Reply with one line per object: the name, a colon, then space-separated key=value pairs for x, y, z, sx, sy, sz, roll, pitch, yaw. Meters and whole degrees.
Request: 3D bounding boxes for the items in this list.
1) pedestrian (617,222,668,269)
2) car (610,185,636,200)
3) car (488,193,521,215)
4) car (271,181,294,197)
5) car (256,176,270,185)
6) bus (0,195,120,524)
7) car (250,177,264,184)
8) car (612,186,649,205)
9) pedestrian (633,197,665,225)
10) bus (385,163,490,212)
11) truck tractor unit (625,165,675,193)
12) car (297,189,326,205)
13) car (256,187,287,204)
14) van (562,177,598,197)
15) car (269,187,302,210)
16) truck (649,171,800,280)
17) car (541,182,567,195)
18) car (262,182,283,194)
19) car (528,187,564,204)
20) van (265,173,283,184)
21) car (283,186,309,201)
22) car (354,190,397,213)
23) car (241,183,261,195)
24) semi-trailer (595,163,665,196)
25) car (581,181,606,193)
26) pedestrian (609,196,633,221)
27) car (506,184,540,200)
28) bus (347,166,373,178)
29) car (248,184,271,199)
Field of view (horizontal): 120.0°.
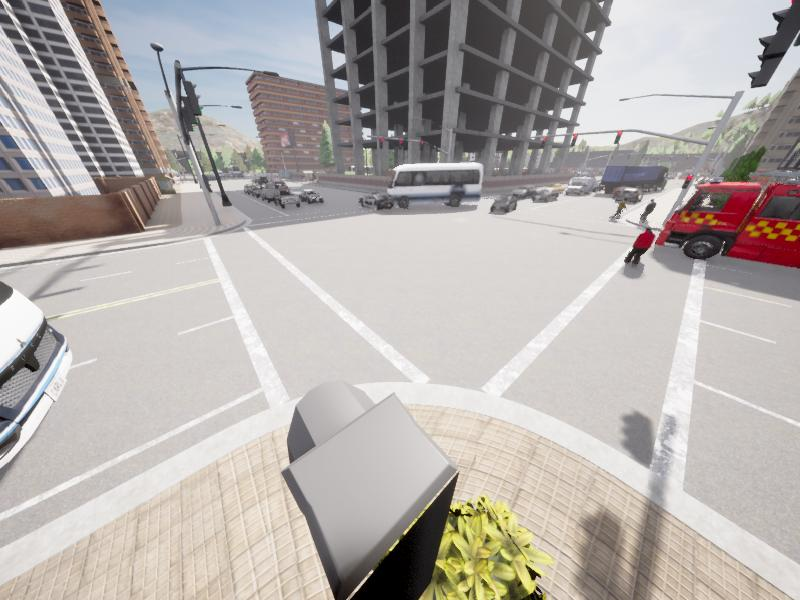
pedestrian: x=10.717 y=-2.437 z=10.318 sx=0.751 sy=1.860 sz=0.751 roll=11 pitch=32 yaw=19
car: x=32.250 y=-15.645 z=33.561 sx=1.882 sy=1.535 sz=5.008 roll=19 pitch=35 yaw=29
car: x=10.575 y=-9.759 z=23.357 sx=1.789 sy=1.549 sz=3.705 roll=22 pitch=36 yaw=33
car: x=-18.776 y=-17.815 z=36.971 sx=1.905 sy=1.878 sz=3.866 roll=-23 pitch=37 yaw=-34
car: x=-34.676 y=-30.169 z=58.369 sx=1.905 sy=1.878 sz=3.866 roll=-22 pitch=37 yaw=-33
bus: x=-9.885 y=1.753 z=0.719 sx=10.273 sy=4.253 sz=3.944 roll=-23 pitch=37 yaw=-34
car: x=-38.982 y=-32.606 z=62.970 sx=2.128 sy=1.511 sz=4.902 roll=-22 pitch=37 yaw=-34
car: x=29.955 y=-13.633 z=29.964 sx=4.611 sy=1.667 sz=2.242 roll=-23 pitch=37 yaw=-33
pedestrian: x=18.752 y=-6.733 z=17.454 sx=0.751 sy=1.860 sz=0.751 roll=-3 pitch=30 yaw=-5
bus: x=3.684 y=-12.520 z=25.402 sx=10.273 sy=4.253 sz=3.944 roll=-4 pitch=31 yaw=-5
truck tractor unit: x=45.607 y=-22.183 z=42.214 sx=6.516 sy=4.208 sz=3.053 roll=-16 pitch=34 yaw=-24
car: x=-11.249 y=-13.098 z=29.215 sx=1.970 sy=1.475 sz=3.806 roll=-22 pitch=37 yaw=-33
car: x=-17.016 y=-13.831 z=30.482 sx=2.163 sy=1.488 sz=4.792 roll=-23 pitch=37 yaw=-34
van: x=29.356 y=-18.504 z=37.628 sx=6.366 sy=2.431 sz=2.351 roll=-23 pitch=37 yaw=-34
car: x=-13.065 y=-11.646 z=26.299 sx=1.932 sy=1.855 sz=4.605 roll=-21 pitch=36 yaw=-32
truck: x=17.292 y=-3.065 z=9.485 sx=2.891 sy=3.827 sz=8.468 roll=-21 pitch=36 yaw=-32
car: x=26.520 y=-19.231 z=39.733 sx=5.366 sy=1.575 sz=1.801 roll=-23 pitch=37 yaw=-34
car: x=-22.848 y=-20.105 z=41.335 sx=1.837 sy=1.490 sz=4.892 roll=-22 pitch=37 yaw=-33
car: x=19.255 y=-13.847 z=30.480 sx=4.902 sy=1.511 sz=2.128 roll=-23 pitch=37 yaw=-34
van: x=-34.049 y=-32.769 z=62.335 sx=2.351 sy=2.431 sz=6.366 roll=-22 pitch=37 yaw=-34
car: x=-14.901 y=-15.280 z=33.028 sx=1.812 sy=1.442 sz=4.674 roll=-22 pitch=37 yaw=-34
car: x=-2.703 y=-10.761 z=25.008 sx=1.930 sy=1.638 sz=5.238 roll=-23 pitch=37 yaw=-32
car: x=-25.067 y=-18.693 z=38.909 sx=1.816 sy=1.474 sz=4.193 roll=-22 pitch=37 yaw=-34
semi-trailer: x=38.728 y=-20.315 z=38.775 sx=14.254 sy=4.402 sz=2.717 roll=-16 pitch=34 yaw=-26
car: x=35.398 y=-20.711 z=42.237 sx=5.238 sy=1.638 sz=1.930 roll=-23 pitch=37 yaw=-34
pedestrian: x=18.628 y=-7.736 z=19.497 sx=0.751 sy=1.860 sz=0.751 roll=15 pitch=33 yaw=24
car: x=17.761 y=-15.575 z=33.311 sx=4.611 sy=1.667 sz=2.242 roll=-23 pitch=37 yaw=-34
bus: x=-16.947 y=-54.637 z=98.379 sx=10.273 sy=4.253 sz=3.944 roll=-23 pitch=37 yaw=-34
car: x=-21.131 y=-16.369 z=34.750 sx=1.851 sy=1.617 sz=3.988 roll=-22 pitch=37 yaw=-34
